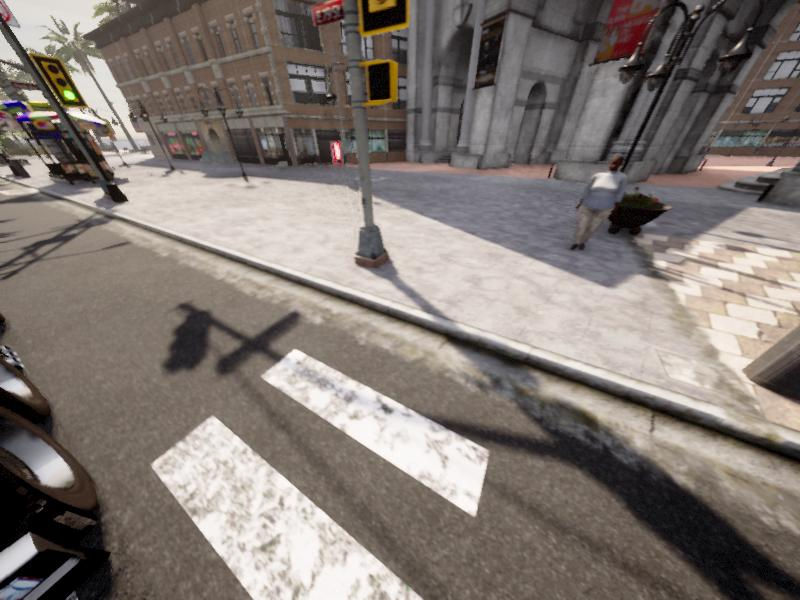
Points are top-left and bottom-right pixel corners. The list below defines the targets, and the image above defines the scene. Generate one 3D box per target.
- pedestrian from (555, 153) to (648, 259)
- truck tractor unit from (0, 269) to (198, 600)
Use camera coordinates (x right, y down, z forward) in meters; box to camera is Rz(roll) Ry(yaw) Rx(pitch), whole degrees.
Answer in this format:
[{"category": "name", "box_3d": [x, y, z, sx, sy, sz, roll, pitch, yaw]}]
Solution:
[{"category": "pedestrian", "box_3d": [4.081, -1.945, 4.815, 0.751, 1.860, 0.751, 24, 42, 31]}, {"category": "truck tractor unit", "box_3d": [-5.122, -0.291, 0.764, 6.516, 4.208, 3.053, 18, 39, 24]}]
